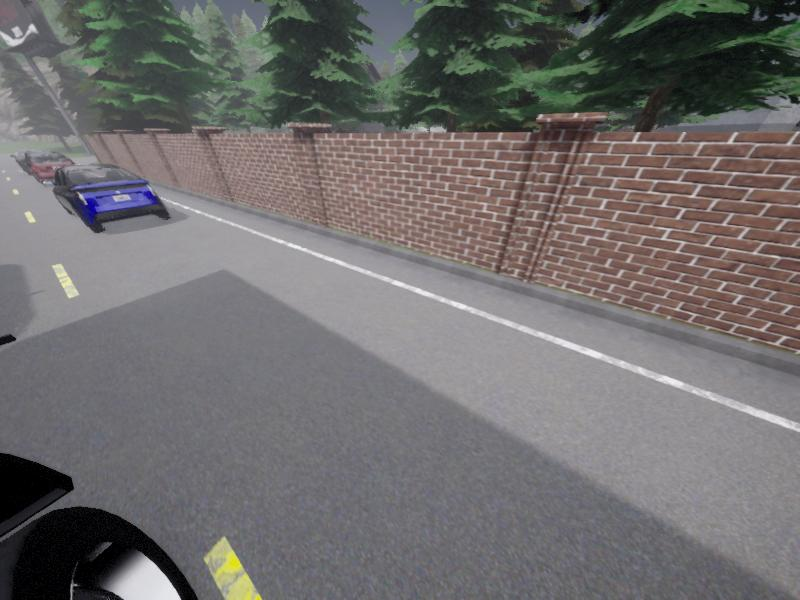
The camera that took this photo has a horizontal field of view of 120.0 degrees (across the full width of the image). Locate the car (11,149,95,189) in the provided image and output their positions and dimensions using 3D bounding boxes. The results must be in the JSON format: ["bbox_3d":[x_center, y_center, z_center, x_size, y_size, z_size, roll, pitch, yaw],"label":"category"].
[{"bbox_3d":[-19.249,-7.355,12.824,3.705,1.549,1.789,22,40,27],"label":"car"}]

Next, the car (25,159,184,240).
[{"bbox_3d":[-9.378,-3.422,7.354,4.514,1.525,2.007,22,40,27],"label":"car"}]

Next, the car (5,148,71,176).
[{"bbox_3d":[-26.086,-10.025,16.648,4.674,1.442,1.812,22,40,27],"label":"car"}]
